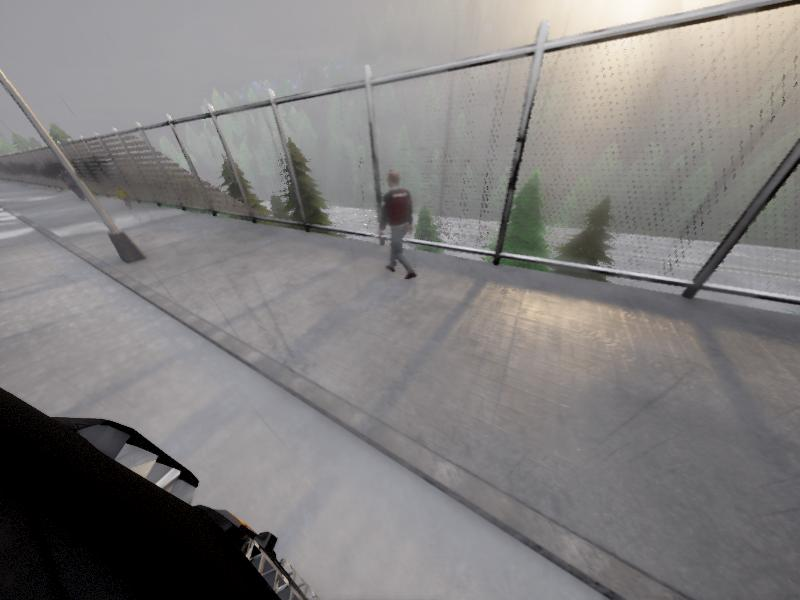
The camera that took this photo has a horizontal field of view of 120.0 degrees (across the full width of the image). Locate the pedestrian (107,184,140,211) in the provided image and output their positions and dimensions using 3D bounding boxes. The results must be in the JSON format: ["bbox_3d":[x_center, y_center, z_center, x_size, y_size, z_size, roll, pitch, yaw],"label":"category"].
[{"bbox_3d":[-13.231,-4.899,11.072,0.500,1.100,0.500,18,39,28],"label":"pedestrian"}]

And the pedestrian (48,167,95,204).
[{"bbox_3d":[-19.484,-6.830,13.753,0.751,1.860,0.751,18,39,28],"label":"pedestrian"}]

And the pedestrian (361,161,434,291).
[{"bbox_3d":[-0.003,-1.231,3.885,0.751,1.860,0.751,-29,41,-33],"label":"pedestrian"}]
